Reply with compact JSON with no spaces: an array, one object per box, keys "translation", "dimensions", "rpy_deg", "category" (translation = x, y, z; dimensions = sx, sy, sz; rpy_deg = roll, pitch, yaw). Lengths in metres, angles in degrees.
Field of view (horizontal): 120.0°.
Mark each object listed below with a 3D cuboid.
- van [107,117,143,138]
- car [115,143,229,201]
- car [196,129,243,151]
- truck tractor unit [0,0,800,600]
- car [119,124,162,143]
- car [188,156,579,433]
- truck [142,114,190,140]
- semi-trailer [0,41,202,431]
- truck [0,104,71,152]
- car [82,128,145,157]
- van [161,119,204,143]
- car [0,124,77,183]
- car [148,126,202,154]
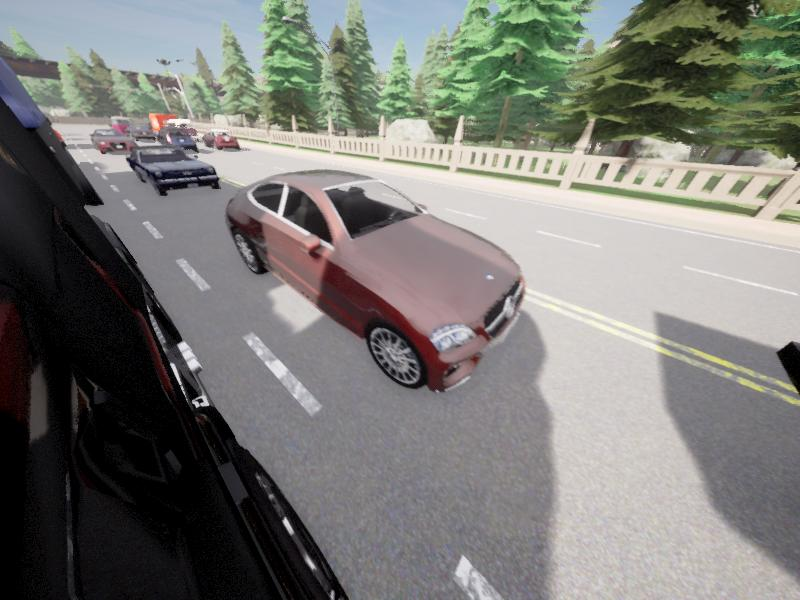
[{"translation":[-35.236,-22.121,29.559],"dimensions":[4.442,1.987,1.775],"rpy_deg":[28,43,30],"category":"van"},{"translation":[-8.826,-5.101,8.890],"dimensions":[4.718,1.301,1.895],"rpy_deg":[28,43,30],"category":"car"},{"translation":[-16.548,-14.725,21.203],"dimensions":[3.806,1.475,1.970],"rpy_deg":[28,43,30],"category":"car"},{"translation":[-2.645,-0.295,0.351],"dimensions":[6.516,4.208,3.053],"rpy_deg":[28,44,30],"category":"truck tractor unit"},{"translation":[-28.683,-18.403,25.463],"dimensions":[5.357,1.411,2.033],"rpy_deg":[28,43,30],"category":"car"},{"translation":[-0.740,-0.946,3.530],"dimensions":[5.027,1.651,2.152],"rpy_deg":[28,43,30],"category":"car"},{"translation":[-30.157,-22.353,29.782],"dimensions":[5.204,2.467,2.627],"rpy_deg":[28,43,30],"category":"truck"},{"translation":[-8.701,-3.590,4.244],"dimensions":[14.254,4.402,2.717],"rpy_deg":[28,43,30],"category":"semi-trailer"},{"translation":[-26.685,-12.334,16.520],"dimensions":[5.204,2.467,2.627],"rpy_deg":[28,43,30],"category":"truck"},{"translation":[-20.191,-11.163,16.275],"dimensions":[4.181,1.385,1.994],"rpy_deg":[28,44,30],"category":"car"},{"translation":[-24.832,-19.354,26.431],"dimensions":[4.480,2.038,2.069],"rpy_deg":[27,43,30],"category":"van"},{"translation":[-16.242,-6.453,9.957],"dimensions":[5.238,1.638,1.930],"rpy_deg":[28,43,30],"category":"car"},{"translation":[-17.914,-12.777,18.387],"dimensions":[3.988,1.617,1.851],"rpy_deg":[28,43,30],"category":"car"}]
